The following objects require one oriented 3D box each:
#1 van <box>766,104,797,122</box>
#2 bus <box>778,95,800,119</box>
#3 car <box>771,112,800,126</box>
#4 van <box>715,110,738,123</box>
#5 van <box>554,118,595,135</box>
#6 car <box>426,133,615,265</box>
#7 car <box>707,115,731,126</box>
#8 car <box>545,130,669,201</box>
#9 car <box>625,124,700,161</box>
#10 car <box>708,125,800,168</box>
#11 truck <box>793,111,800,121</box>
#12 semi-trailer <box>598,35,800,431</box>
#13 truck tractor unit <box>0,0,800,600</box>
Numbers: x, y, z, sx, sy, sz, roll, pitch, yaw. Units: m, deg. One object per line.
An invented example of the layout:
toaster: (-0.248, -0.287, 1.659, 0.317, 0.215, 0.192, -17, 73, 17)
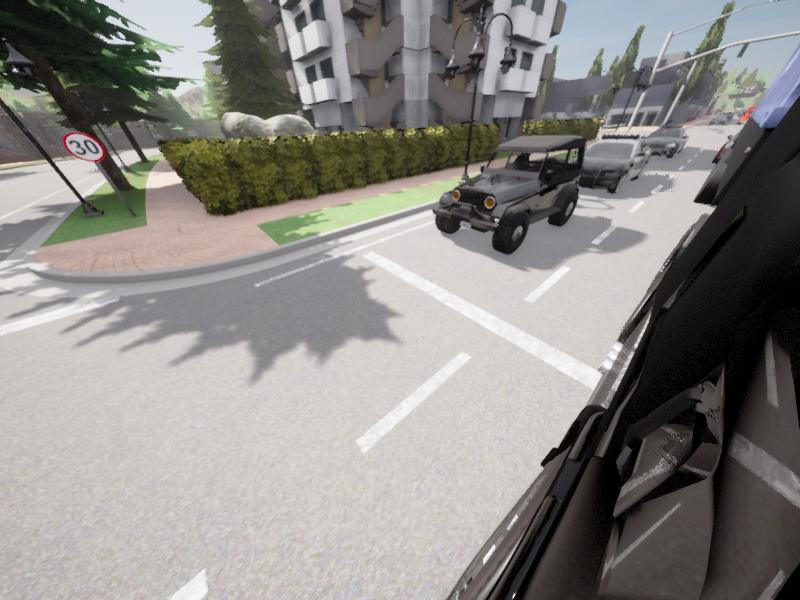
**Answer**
van: (76.130, -37.440, 46.205, 5.915, 2.561, 1.988, -29, 44, -30)
bus: (93.567, -44.996, 53.690, 10.273, 4.253, 3.944, -29, 44, -30)
car: (57.972, -27.084, 34.528, 4.514, 1.525, 2.007, -29, 44, -30)
van: (72.870, -40.977, 51.573, 4.480, 2.038, 2.069, -29, 44, -30)
van: (27.380, -27.258, 36.402, 1.775, 1.987, 4.442, -31, 45, -32)
car: (2.702, -2.622, 5.387, 3.866, 1.878, 1.905, -27, 43, -28)
car: (56.937, -32.025, 41.226, 4.674, 1.442, 1.812, -29, 44, -30)
car: (8.043, -5.375, 8.898, 5.238, 1.638, 1.930, -29, 44, -30)
car: (16.594, -10.006, 14.573, 4.974, 1.542, 2.038, -29, 44, -30)
car: (17.665, -7.796, 11.615, 3.806, 1.475, 1.970, -29, 44, -30)
truck: (76.892, -35.042, 43.058, 5.204, 2.467, 2.627, -29, 44, -30)
semi-trailer: (8.653, -3.647, 4.254, 14.254, 4.402, 2.717, -29, 44, -30)
truck tractor unit: (2.645, -0.295, 0.351, 6.516, 4.208, 3.053, -28, 44, -30)
